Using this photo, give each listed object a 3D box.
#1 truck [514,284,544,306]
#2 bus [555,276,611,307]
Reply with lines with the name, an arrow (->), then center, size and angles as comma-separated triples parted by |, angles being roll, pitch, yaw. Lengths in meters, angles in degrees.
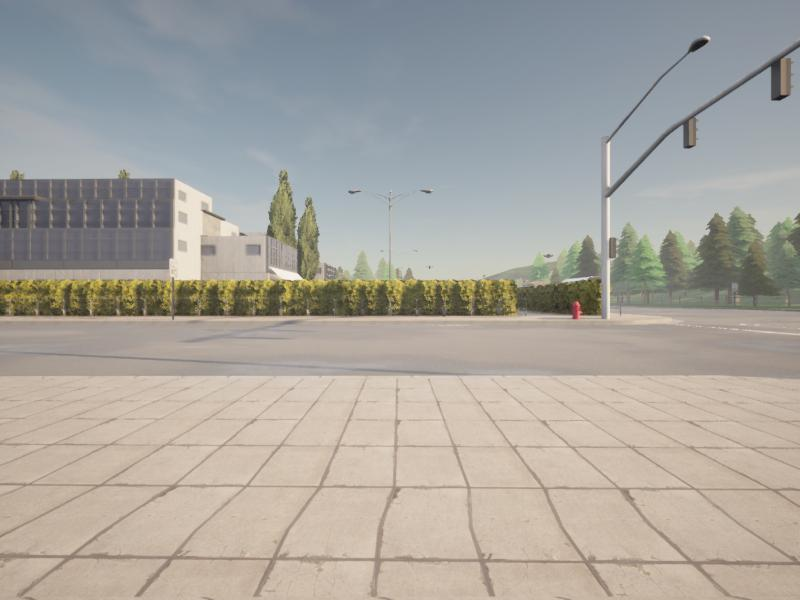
truck -> 23.926, -0.945, 74.526 | 2.891, 3.827, 8.468 | 0, 0, 1
bus -> 27.063, -1.153, 60.000 | 3.944, 4.253, 10.273 | 0, 0, 1
